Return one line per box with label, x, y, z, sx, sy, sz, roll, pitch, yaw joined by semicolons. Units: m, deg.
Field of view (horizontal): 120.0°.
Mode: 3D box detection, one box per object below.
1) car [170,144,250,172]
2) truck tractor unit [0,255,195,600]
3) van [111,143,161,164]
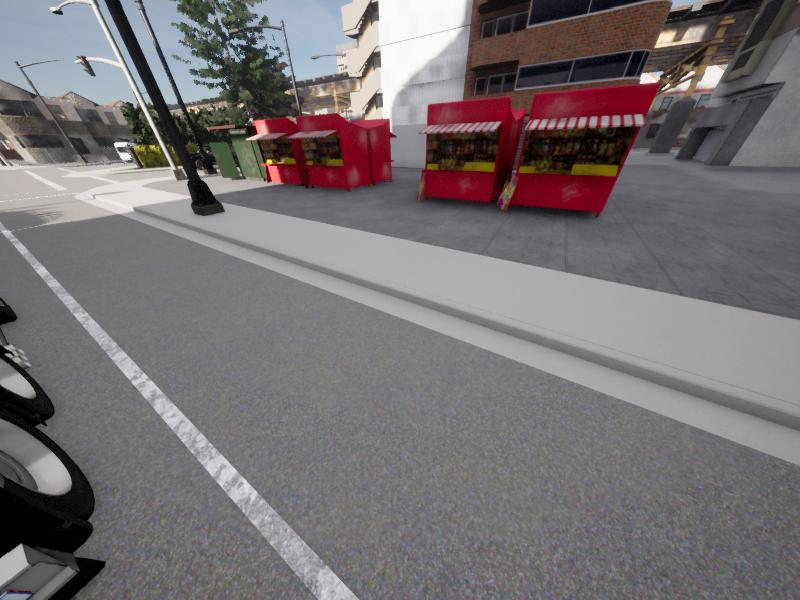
car;-19.123;-14.652;23.660;2.150;2.045;5.566;18;39;26
truck tractor unit;-5.097;-0.314;0.800;6.516;4.208;3.053;19;39;25
van;-41.255;-23.245;36.415;1.988;2.561;5.915;-9;35;-11
